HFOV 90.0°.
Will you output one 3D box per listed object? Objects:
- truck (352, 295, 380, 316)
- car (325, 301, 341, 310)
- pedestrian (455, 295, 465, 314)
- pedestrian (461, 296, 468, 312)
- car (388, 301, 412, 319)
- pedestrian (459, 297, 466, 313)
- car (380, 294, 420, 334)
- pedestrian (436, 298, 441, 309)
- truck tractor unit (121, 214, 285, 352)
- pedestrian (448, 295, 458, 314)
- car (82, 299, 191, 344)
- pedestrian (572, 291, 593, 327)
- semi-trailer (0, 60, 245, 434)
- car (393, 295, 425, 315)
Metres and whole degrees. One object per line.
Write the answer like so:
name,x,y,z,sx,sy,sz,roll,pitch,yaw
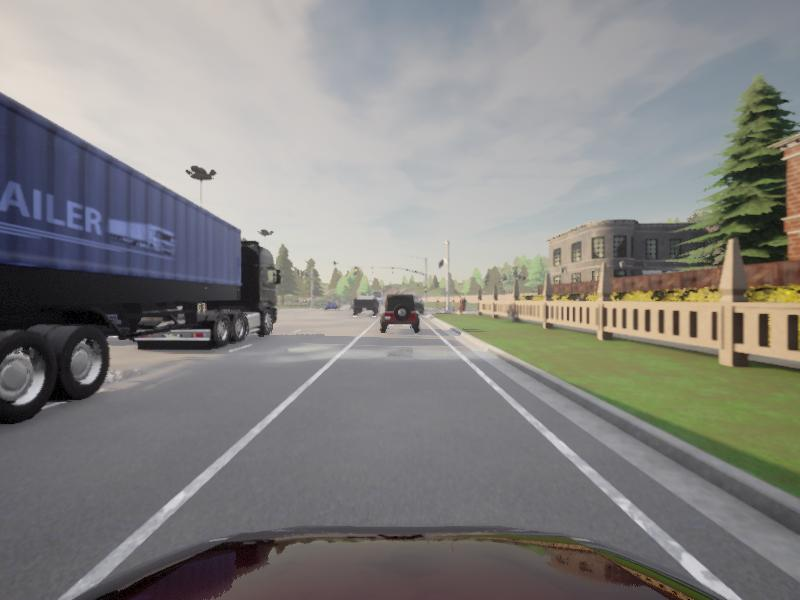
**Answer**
truck,-3.509,0.530,42.509,2.390,2.098,6.274,0,0,0
car,-10.503,0.836,62.975,1.816,1.474,4.193,0,0,0
pedestrian,5.932,0.473,39.465,0.751,1.860,0.751,0,0,-8
pedestrian,7.363,0.448,45.903,0.751,1.860,0.751,0,0,7
car,0.041,0.843,35.519,1.970,1.475,3.806,0,0,1
pedestrian,7.593,0.623,48.889,0.751,1.860,0.751,0,0,2
car,0.000,0.640,20.564,1.905,1.878,3.866,0,0,0
pedestrian,6.801,0.617,70.242,0.751,1.860,0.751,0,0,-6
truck tractor unit,-6.966,-0.529,15.497,3.053,4.208,6.516,0,0,1
pedestrian,5.256,0.473,39.506,0.751,1.860,0.751,0,0,-11
car,-10.497,0.783,16.341,1.851,1.617,3.988,0,0,0
pedestrian,9.631,0.479,21.115,0.751,1.860,0.751,0,0,-8
semi-trailer,-6.372,-0.624,7.611,2.717,4.402,14.254,0,0,-6
car,1.094,0.555,43.845,2.150,2.045,5.566,0,0,17
